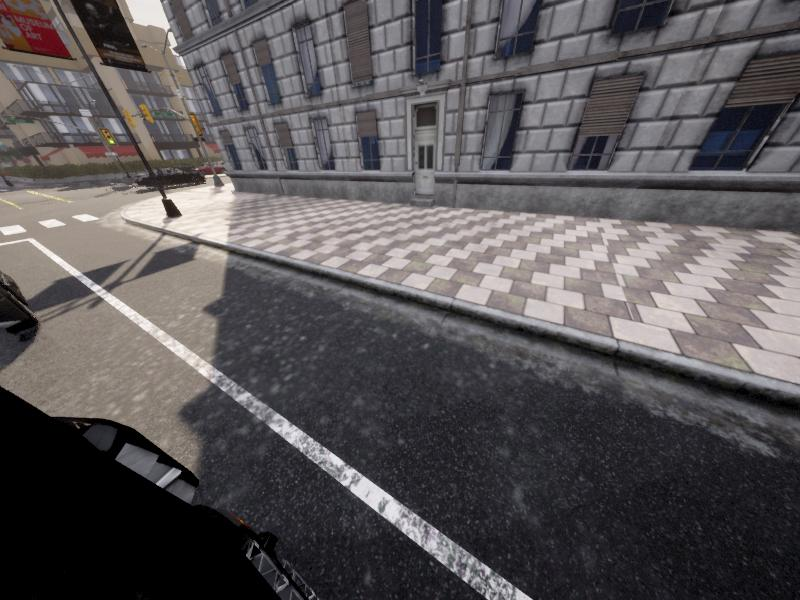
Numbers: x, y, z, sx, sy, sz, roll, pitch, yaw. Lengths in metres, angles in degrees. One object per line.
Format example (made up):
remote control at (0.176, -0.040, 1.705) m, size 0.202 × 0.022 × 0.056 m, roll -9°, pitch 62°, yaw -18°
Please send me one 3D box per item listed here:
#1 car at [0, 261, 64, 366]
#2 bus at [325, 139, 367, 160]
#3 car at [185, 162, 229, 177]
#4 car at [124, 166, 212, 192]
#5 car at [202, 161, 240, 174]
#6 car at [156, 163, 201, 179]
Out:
car at (-7.706, -0.180, 3.346) m, size 4.856 × 1.649 × 2.033 m, roll 16°, pitch 38°, yaw 25°
bus at (-14.490, -40.282, 61.880) m, size 10.273 × 4.253 × 3.944 m, roll 17°, pitch 38°, yaw 27°
car at (-25.914, -17.648, 31.195) m, size 1.970 × 1.475 × 3.806 m, roll 16°, pitch 38°, yaw 26°
car at (-20.094, -10.736, 20.304) m, size 2.128 × 1.511 × 4.902 m, roll 16°, pitch 38°, yaw 26°
car at (-27.190, -20.246, 35.207) m, size 1.970 × 1.475 × 3.806 m, roll 16°, pitch 38°, yaw 26°
car at (-29.910, -17.581, 31.333) m, size 1.789 × 1.549 × 3.705 m, roll 16°, pitch 38°, yaw 26°
